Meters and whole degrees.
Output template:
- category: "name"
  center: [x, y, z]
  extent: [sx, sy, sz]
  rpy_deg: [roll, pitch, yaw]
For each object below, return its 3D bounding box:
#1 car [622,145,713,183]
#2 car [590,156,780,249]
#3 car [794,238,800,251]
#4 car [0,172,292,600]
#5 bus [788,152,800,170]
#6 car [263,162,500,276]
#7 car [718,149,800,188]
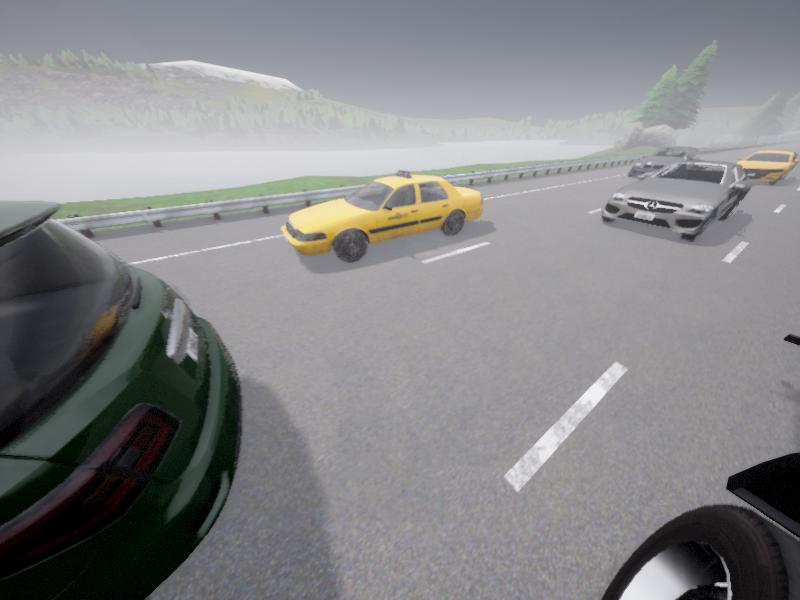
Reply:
- category: "car"
  center: [16.696, -8.593, 14.455]
  extent: [4.611, 1.667, 2.242]
  rpy_deg: [-20, 40, -25]
- category: "car"
  center: [8.546, -3.223, 6.975]
  extent: [5.027, 1.651, 2.152]
  rpy_deg: [-20, 40, -25]
- category: "car"
  center: [11.832, -2.101, 5.224]
  extent: [4.553, 1.767, 2.097]
  rpy_deg: [-20, 40, -25]
- category: "car"
  center: [-3.624, 1.252, 0.377]
  extent: [5.566, 2.045, 2.150]
  rpy_deg: [-22, 41, -28]
- category: "bus"
  center: [30.841, -10.219, 14.432]
  extent: [10.273, 4.253, 3.944]
  rpy_deg: [-30, 46, -34]
- category: "car"
  center: [-0.144, -2.386, 5.887]
  extent: [5.366, 1.575, 1.801]
  rpy_deg: [-21, 40, -26]
- category: "car"
  center: [20.855, -7.666, 13.237]
  extent: [5.008, 1.535, 1.882]
  rpy_deg: [-20, 40, -26]
